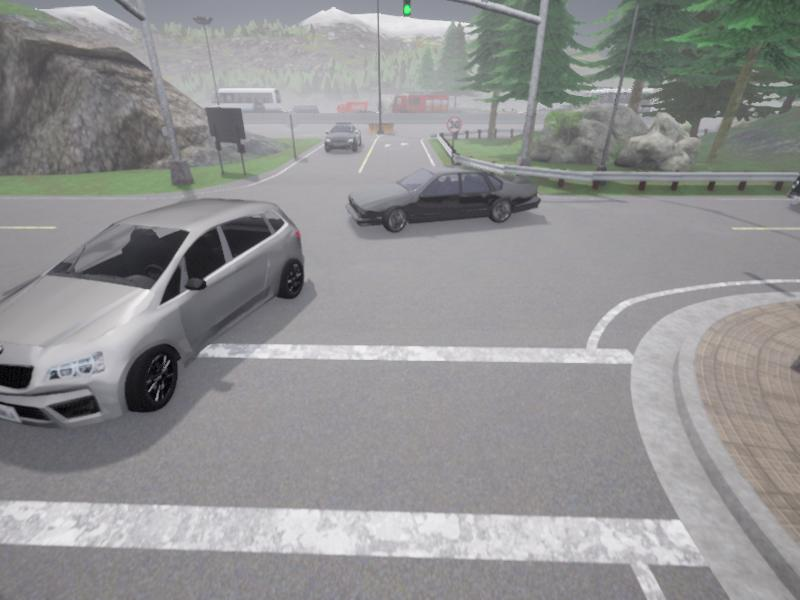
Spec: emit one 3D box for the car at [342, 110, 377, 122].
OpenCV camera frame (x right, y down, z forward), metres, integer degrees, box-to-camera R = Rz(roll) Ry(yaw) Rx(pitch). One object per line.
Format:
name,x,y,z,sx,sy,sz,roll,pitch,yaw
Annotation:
car,-5.818,-26.656,57.794,4.892,1.490,1.837,0,27,0

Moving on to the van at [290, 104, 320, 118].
van,-15.947,-31.650,67.049,4.442,1.987,1.775,0,27,0

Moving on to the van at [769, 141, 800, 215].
van,14.477,-3.625,12.051,4.442,1.987,1.775,0,27,0

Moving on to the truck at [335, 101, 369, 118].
truck,-7.957,-31.860,66.930,5.204,2.467,2.627,0,27,0

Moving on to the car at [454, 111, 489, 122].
car,10.314,-26.556,57.820,4.718,1.301,1.895,0,27,0

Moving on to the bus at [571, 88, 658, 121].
bus,31.962,-29.395,60.131,10.273,4.253,3.944,0,27,0

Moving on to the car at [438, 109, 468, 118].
car,8.845,-31.329,67.174,4.718,1.301,1.895,0,27,0

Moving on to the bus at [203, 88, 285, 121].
bus,-23.192,-29.434,60.197,10.273,4.253,3.944,0,27,0

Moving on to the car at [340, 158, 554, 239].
car,1.225,-2.936,11.092,5.357,1.411,2.033,-8,28,-15

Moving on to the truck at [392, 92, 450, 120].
truck,3.021,-29.282,60.376,8.468,3.827,2.891,0,27,0

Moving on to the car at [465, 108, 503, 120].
car,12.719,-28.253,60.879,5.366,1.575,1.801,0,27,0

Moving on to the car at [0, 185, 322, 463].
car,-3.201,-0.327,5.609,2.242,1.667,4.611,7,26,14

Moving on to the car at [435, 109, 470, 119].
car,8.379,-29.786,64.035,5.357,1.411,2.033,0,27,0

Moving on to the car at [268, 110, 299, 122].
car,-16.757,-26.655,57.809,3.806,1.475,1.970,0,27,0

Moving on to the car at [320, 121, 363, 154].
car,-3.598,-10.420,25.462,2.038,1.542,4.974,0,27,0

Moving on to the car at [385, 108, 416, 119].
car,0.093,-29.807,64.035,4.902,1.511,2.128,0,27,0
